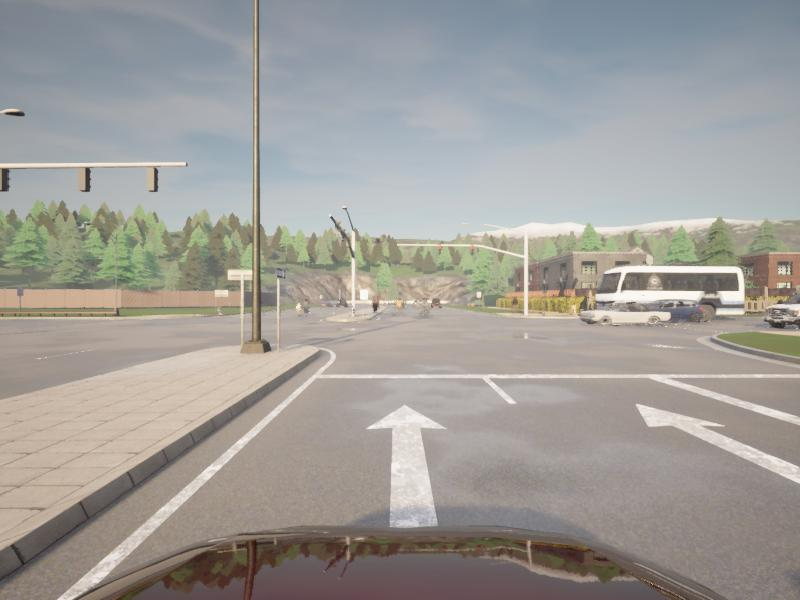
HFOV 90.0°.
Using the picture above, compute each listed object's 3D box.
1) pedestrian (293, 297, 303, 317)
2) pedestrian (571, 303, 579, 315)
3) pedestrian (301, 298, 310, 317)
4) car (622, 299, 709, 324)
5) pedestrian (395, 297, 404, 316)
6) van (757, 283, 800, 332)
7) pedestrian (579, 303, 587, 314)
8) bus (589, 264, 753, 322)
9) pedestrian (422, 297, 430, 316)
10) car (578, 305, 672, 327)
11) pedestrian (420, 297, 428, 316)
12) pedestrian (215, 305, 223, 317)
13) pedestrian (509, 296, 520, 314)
[{"bbox_3d":[-9.441,0.637,37.109,0.751,1.860,0.751,0,0,-3],"label":"pedestrian"},{"bbox_3d":[16.108,0.865,36.839,0.500,1.100,0.500,0,0,-18],"label":"pedestrian"},{"bbox_3d":[-9.236,0.730,39.155,0.751,1.860,0.751,0,0,2],"label":"pedestrian"},{"bbox_3d":[18.551,0.757,28.123,4.611,1.667,2.242,0,0,-1],"label":"car"},{"bbox_3d":[-0.068,0.641,39.440,0.751,1.860,0.751,0,0,8],"label":"pedestrian"},{"bbox_3d":[23.114,0.378,21.180,6.366,2.431,2.351,0,0,-1],"label":"van"},{"bbox_3d":[18.557,0.865,40.555,0.500,1.100,0.500,0,0,0],"label":"pedestrian"},{"bbox_3d":[20.993,-0.531,31.553,10.273,4.253,3.944,0,0,0],"label":"bus"},{"bbox_3d":[2.613,0.649,39.730,0.751,1.860,0.751,0,0,-2],"label":"pedestrian"},{"bbox_3d":[13.681,0.944,24.564,4.718,1.301,1.895,0,0,-1],"label":"car"},{"bbox_3d":[2.354,0.637,38.922,0.751,1.860,0.751,0,0,0],"label":"pedestrian"},{"bbox_3d":[-16.509,1.033,36.510,0.500,1.100,0.500,0,0,-3],"label":"pedestrian"},{"bbox_3d":[11.568,0.485,40.367,0.751,1.860,0.751,0,0,-27],"label":"pedestrian"}]
